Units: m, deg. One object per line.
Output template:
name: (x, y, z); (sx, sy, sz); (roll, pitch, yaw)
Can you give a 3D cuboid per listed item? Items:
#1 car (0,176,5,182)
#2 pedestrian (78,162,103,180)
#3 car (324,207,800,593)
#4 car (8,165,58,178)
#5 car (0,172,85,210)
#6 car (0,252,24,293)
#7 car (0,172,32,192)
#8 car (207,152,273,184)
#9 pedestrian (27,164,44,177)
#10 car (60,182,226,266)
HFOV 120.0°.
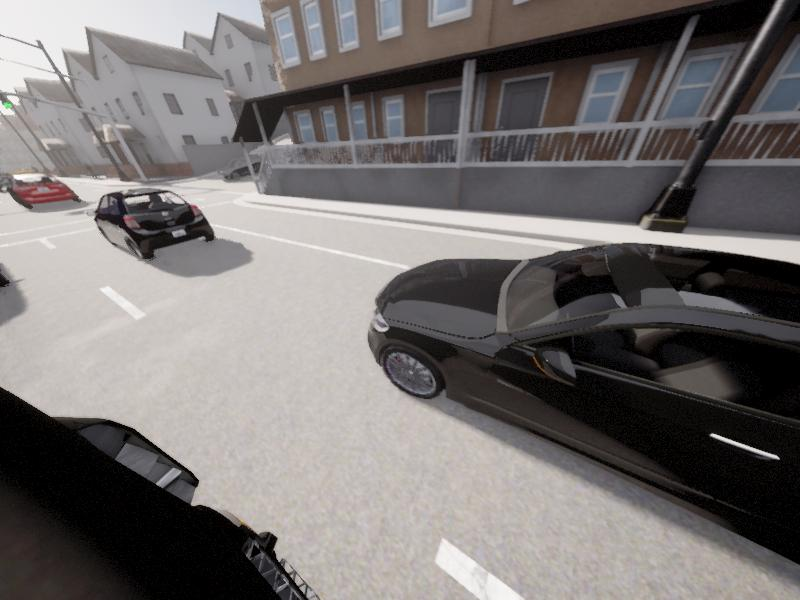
car: (-62.246, -18.611, 34.773); (4.856, 1.649, 2.033); (16, 38, 26)
pedestrian: (-38.277, -15.981, 28.590); (0.751, 1.860, 0.751); (2, 34, 7)
car: (1.864, 0.351, 1.939); (4.674, 1.442, 1.812); (17, 38, 26)
car: (-74.895, -26.372, 47.263); (1.801, 1.575, 5.366); (16, 40, 26)
car: (-22.422, -6.884, 14.326); (4.611, 1.667, 2.242); (16, 38, 26)
car: (-10.013, -0.917, 4.619); (3.633, 1.501, 1.845); (16, 38, 26)
car: (-39.536, -11.870, 23.150); (4.514, 1.525, 2.007); (16, 38, 26)
car: (-15.654, -13.218, 22.950); (2.033, 1.649, 4.856); (15, 47, 25)
pedestrian: (-64.838, -23.087, 41.147); (0.751, 1.860, 0.751); (23, 42, 33)
car: (-7.206, -2.347, 6.557); (3.633, 1.501, 1.845); (16, 38, 26)
